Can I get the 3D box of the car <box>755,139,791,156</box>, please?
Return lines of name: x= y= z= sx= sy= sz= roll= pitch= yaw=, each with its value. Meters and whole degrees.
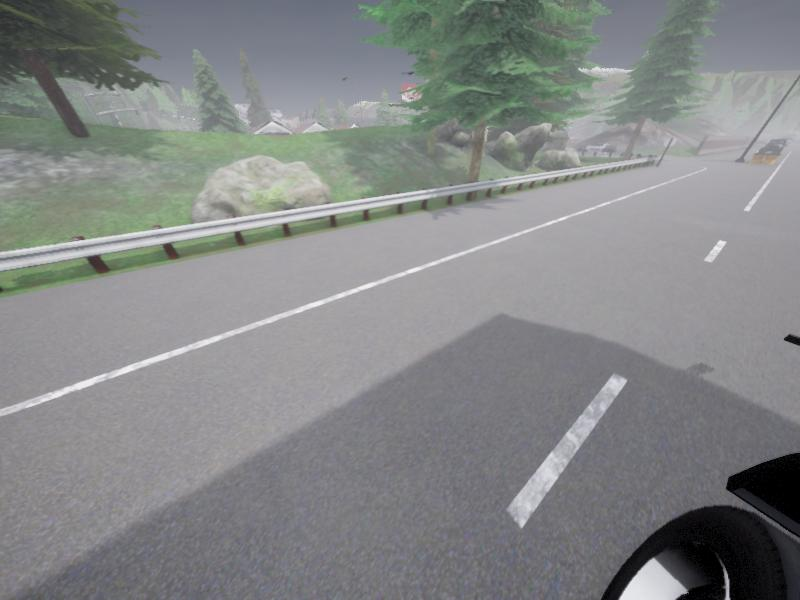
car: x=52.890 y=-21.655 z=32.743 sx=3.866 sy=1.878 sz=1.905 roll=-22 pitch=40 yaw=-28

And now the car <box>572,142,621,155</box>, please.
car: x=29.104 y=-22.642 z=34.468 sx=2.038 sy=1.542 sz=4.974 roll=-22 pitch=40 yaw=-28

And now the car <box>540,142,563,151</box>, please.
car: x=34.511 y=-34.973 z=52.513 sx=4.792 sy=1.488 sz=2.163 roll=-22 pitch=40 yaw=-28
